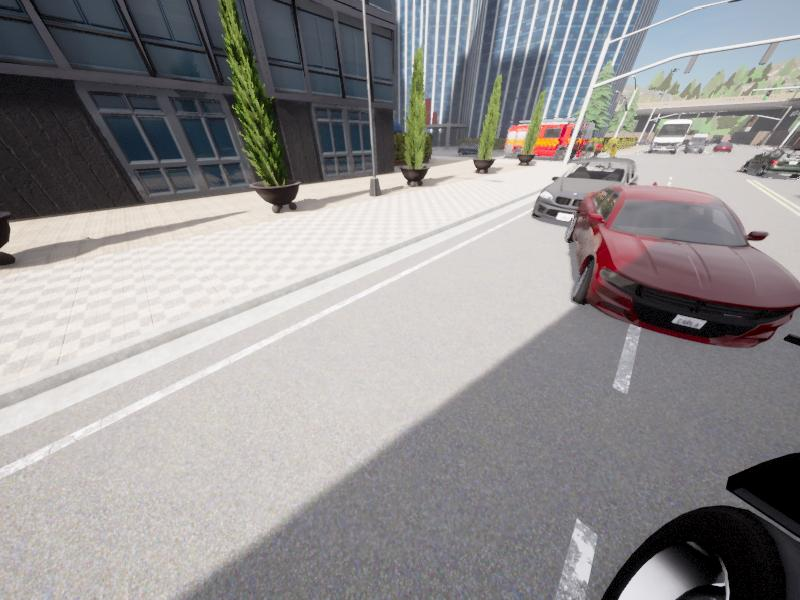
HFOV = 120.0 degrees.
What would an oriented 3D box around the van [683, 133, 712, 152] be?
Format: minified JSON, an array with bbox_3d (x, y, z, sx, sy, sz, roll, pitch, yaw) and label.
[{"bbox_3d":[51.756,-27.474,40.344,1.988,2.561,5.915,30,45,35],"label":"van"}]

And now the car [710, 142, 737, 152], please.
[{"bbox_3d":[55.188,-26.141,39.439,1.994,1.385,4.181,30,45,35],"label":"car"}]

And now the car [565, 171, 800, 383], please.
[{"bbox_3d":[4.519,-1.226,4.285,1.882,1.535,5.008,17,39,24],"label":"car"}]

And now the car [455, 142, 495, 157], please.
[{"bbox_3d":[10.528,-21.409,32.844,4.856,1.649,2.033,29,45,35],"label":"car"}]

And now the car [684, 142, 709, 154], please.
[{"bbox_3d":[46.306,-23.832,36.163,1.812,1.442,4.674,30,45,35],"label":"car"}]

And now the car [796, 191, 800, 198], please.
[{"bbox_3d":[17.146,-3.969,8.111,2.128,1.511,4.902,30,45,35],"label":"car"}]

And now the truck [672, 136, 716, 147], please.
[{"bbox_3d":[71.422,-38.576,56.304,6.274,2.098,2.390,30,45,35],"label":"truck"}]

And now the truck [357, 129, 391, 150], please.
[{"bbox_3d":[-6.054,-37.222,53.544,8.468,3.827,2.891,29,45,35],"label":"truck"}]

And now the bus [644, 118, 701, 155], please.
[{"bbox_3d":[43.180,-25.923,36.721,3.944,4.253,10.273,30,45,35],"label":"bus"}]

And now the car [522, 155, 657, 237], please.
[{"bbox_3d":[6.439,-3.758,7.770,4.611,1.667,2.242,-29,44,-35],"label":"car"}]

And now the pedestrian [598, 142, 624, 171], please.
[{"bbox_3d":[16.652,-11.366,18.280,0.751,1.860,0.751,13,37,19],"label":"pedestrian"}]

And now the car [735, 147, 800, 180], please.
[{"bbox_3d":[25.061,-9.167,15.399,1.789,1.549,3.705,22,41,27],"label":"car"}]

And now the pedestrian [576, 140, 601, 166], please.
[{"bbox_3d":[16.327,-12.784,20.034,0.751,1.860,0.751,-6,36,-8],"label":"pedestrian"}]

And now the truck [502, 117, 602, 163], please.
[{"bbox_3d":[17.000,-18.530,26.789,2.891,3.827,8.468,-28,44,-34],"label":"truck"}]

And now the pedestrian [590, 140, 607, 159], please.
[{"bbox_3d":[23.590,-17.872,27.470,0.751,1.860,0.751,9,36,14],"label":"pedestrian"}]
